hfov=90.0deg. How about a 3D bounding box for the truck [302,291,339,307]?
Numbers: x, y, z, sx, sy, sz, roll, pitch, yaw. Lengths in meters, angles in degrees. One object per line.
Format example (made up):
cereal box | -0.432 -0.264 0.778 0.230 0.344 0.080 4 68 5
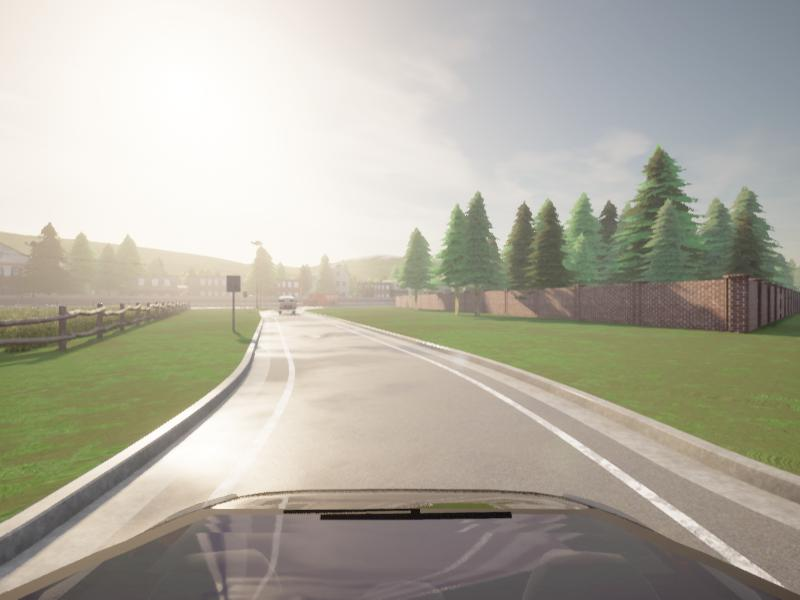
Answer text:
truck | -19.154 -0.279 96.751 8.468 3.827 2.891 0 0 -43

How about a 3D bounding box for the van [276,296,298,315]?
van | -12.706 0.592 44.934 2.069 2.038 4.480 0 0 -19
